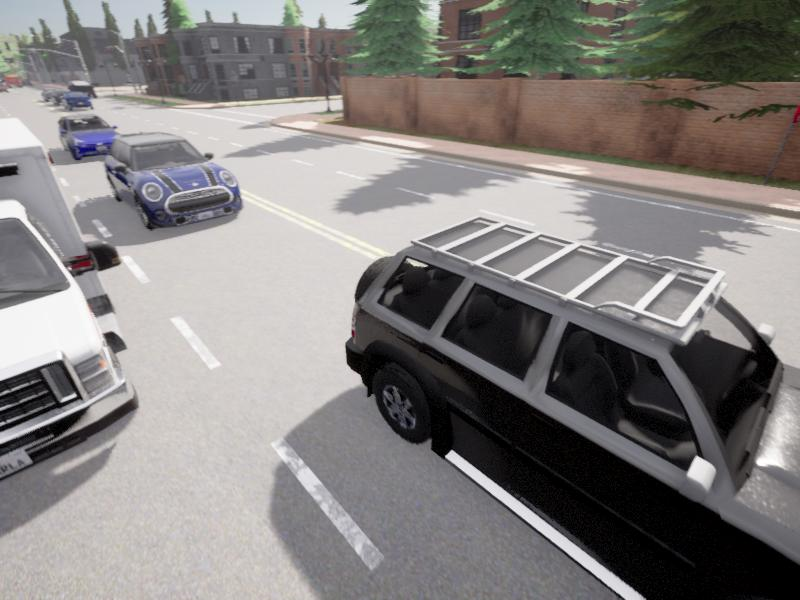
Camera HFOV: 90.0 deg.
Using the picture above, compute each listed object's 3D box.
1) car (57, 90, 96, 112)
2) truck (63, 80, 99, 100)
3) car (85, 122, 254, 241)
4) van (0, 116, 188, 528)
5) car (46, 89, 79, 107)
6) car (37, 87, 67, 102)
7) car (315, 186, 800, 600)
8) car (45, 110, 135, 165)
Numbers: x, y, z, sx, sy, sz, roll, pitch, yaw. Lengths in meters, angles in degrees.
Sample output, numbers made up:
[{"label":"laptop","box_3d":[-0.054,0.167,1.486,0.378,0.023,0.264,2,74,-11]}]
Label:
[{"label":"car","box_3d":[-30.558,-18.823,37.737,1.882,1.535,5.008,-26,38,-36]},{"label":"truck","box_3d":[-42.447,-27.976,53.233,2.390,2.098,6.274,-26,38,-36]},{"label":"car","box_3d":[-5.797,-3.184,9.914,2.097,1.767,4.553,-26,38,-36]},{"label":"van","box_3d":[-5.124,-0.502,4.662,2.351,2.431,6.366,-26,38,-36]},{"label":"car","box_3d":[-36.717,-22.078,43.544,1.837,1.490,4.892,-26,38,-36]},{"label":"car","box_3d":[-43.426,-25.606,49.883,2.033,1.411,5.357,-26,38,-36]},{"label":"car","box_3d":[1.561,0.650,3.038,1.932,1.855,4.605,-26,39,-36]},{"label":"car","box_3d":[-13.226,-7.017,16.978,2.007,1.525,4.514,-26,38,-36]}]
